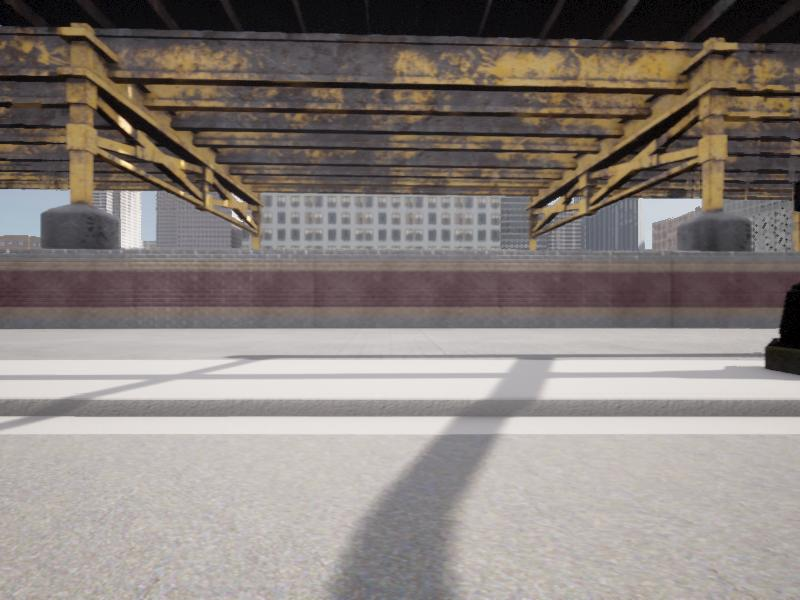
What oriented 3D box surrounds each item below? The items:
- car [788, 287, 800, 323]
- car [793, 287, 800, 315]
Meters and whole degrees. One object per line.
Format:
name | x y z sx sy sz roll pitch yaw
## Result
car | 19.343 0.202 16.374 4.974 1.542 2.038 0 0 44
car | 19.306 0.045 16.409 4.536 1.218 1.853 0 0 44
